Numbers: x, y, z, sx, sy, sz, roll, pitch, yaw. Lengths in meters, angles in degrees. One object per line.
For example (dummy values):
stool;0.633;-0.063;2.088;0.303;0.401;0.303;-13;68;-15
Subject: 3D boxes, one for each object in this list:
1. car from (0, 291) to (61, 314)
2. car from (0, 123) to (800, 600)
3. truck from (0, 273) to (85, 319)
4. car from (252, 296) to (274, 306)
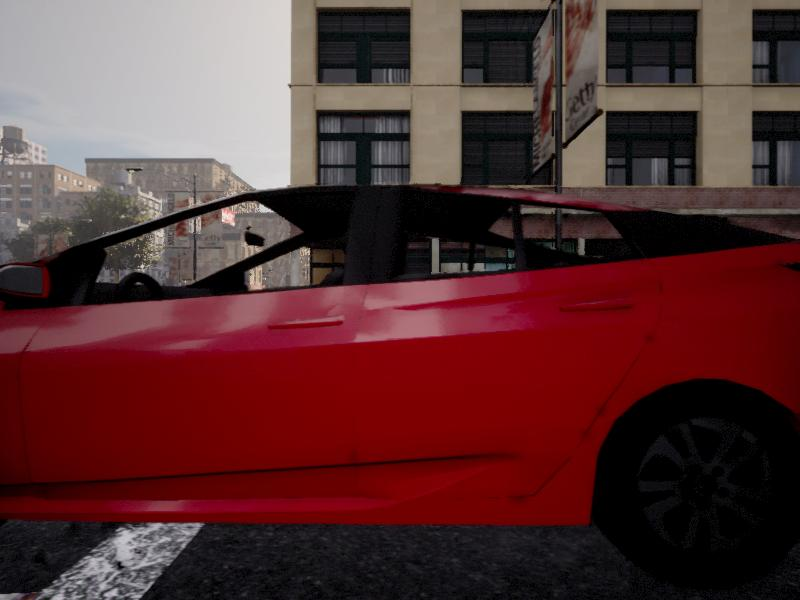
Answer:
car;-25.802;0.180;27.367;1.970;1.475;3.806;0;0;1
car;-0.351;0.227;2.254;4.514;1.525;2.007;0;0;2
truck;-22.353;-0.336;24.069;2.627;2.467;5.204;0;2;0
car;-21.829;0.178;63.861;2.007;1.525;4.514;0;0;1
